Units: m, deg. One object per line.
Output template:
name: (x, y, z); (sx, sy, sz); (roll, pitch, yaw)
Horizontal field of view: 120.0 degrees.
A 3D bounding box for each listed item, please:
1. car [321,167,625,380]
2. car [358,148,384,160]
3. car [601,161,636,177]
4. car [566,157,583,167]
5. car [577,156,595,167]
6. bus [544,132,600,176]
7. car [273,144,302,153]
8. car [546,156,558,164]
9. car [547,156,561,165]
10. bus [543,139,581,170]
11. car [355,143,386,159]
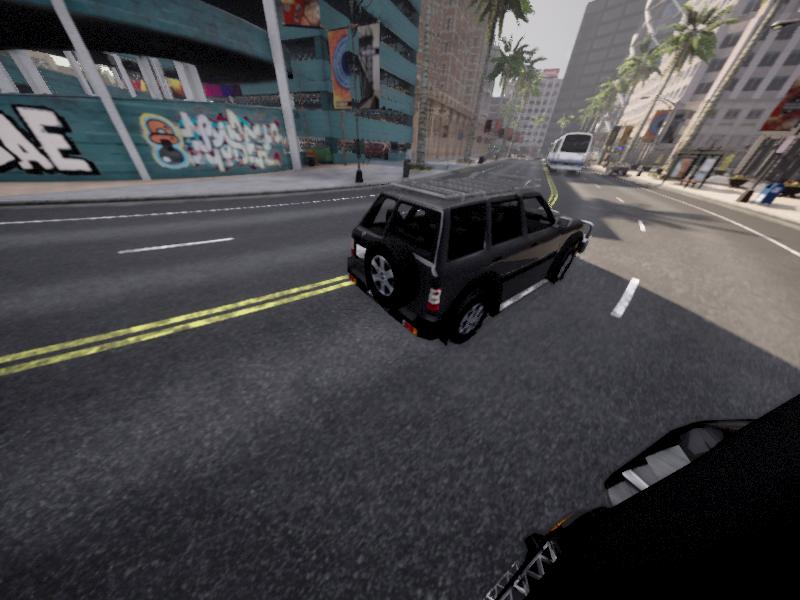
car: (1.414, -1.045, 3.895); (4.605, 1.855, 1.932); (-22, 41, -32)
car: (-4.749, -24.364, 38.461); (2.007, 1.523, 4.514); (18, 37, 21)
car: (29.692, -17.978, 31.621); (2.231, 1.521, 4.892); (18, 37, 21)
car: (36.497, -28.938, 48.508); (2.038, 1.542, 4.974); (18, 37, 21)
car: (43.053, -32.172, 53.597); (2.185, 1.767, 4.553); (18, 37, 21)
bus: (22.827, -19.989, 31.660); (3.944, 4.253, 10.273); (17, 36, 21)
car: (-21.601, -29.171, 44.451); (1.895, 1.301, 4.718); (18, 37, 21)
car: (40.688, -37.529, 61.825); (2.152, 1.651, 5.027); (18, 37, 22)
car: (36.563, -33.217, 55.074); (2.152, 1.651, 5.027); (18, 37, 21)
bus: (29.219, -26.747, 42.253); (3.944, 4.253, 10.273); (18, 37, 21)
car: (-4.759, -24.661, 38.200); (2.435, 2.045, 5.566); (18, 37, 21)
